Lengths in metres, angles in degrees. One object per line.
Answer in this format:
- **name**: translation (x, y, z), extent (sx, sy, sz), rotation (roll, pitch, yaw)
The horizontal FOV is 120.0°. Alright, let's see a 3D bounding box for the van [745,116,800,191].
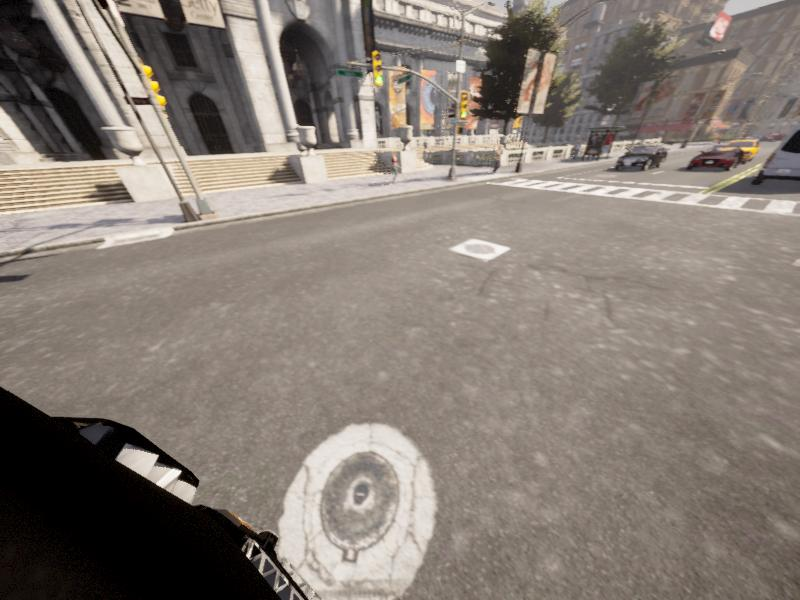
- **van**: translation (18.717, -6.728, 10.400), extent (5.915, 2.561, 1.988), rotation (-21, 38, -26)

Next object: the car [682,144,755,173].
- **car**: translation (21.591, -9.678, 15.689), extent (4.181, 1.385, 1.994), rotation (-22, 38, -26)

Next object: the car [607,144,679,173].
- **car**: translation (18.252, -10.726, 17.385), extent (4.902, 1.511, 2.128), rotation (-21, 38, -26)

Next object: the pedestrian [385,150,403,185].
- **pedestrian**: translation (-0.362, -8.257, 14.412), extent (0.751, 1.860, 0.751), rotation (-22, 38, -27)

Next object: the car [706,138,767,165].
- **car**: translation (27.201, -12.025, 18.654), extent (5.008, 1.535, 1.882), rotation (-23, 38, -27)

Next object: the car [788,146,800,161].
- **car**: translation (32.254, -11.767, 17.572), extent (3.866, 1.878, 1.905), rotation (-22, 38, -26)

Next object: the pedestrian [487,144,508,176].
- **pedestrian**: translation (6.867, -9.861, 16.292), extent (0.751, 1.860, 0.751), rotation (-16, 36, -19)

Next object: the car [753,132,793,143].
- **car**: translation (71.756, -31.301, 44.455), extent (4.674, 1.452, 2.002), rotation (-9, 34, -10)

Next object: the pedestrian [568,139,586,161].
- **pedestrian**: translation (18.766, -15.897, 24.500), extent (0.751, 1.860, 0.751), rotation (-18, 37, -22)
